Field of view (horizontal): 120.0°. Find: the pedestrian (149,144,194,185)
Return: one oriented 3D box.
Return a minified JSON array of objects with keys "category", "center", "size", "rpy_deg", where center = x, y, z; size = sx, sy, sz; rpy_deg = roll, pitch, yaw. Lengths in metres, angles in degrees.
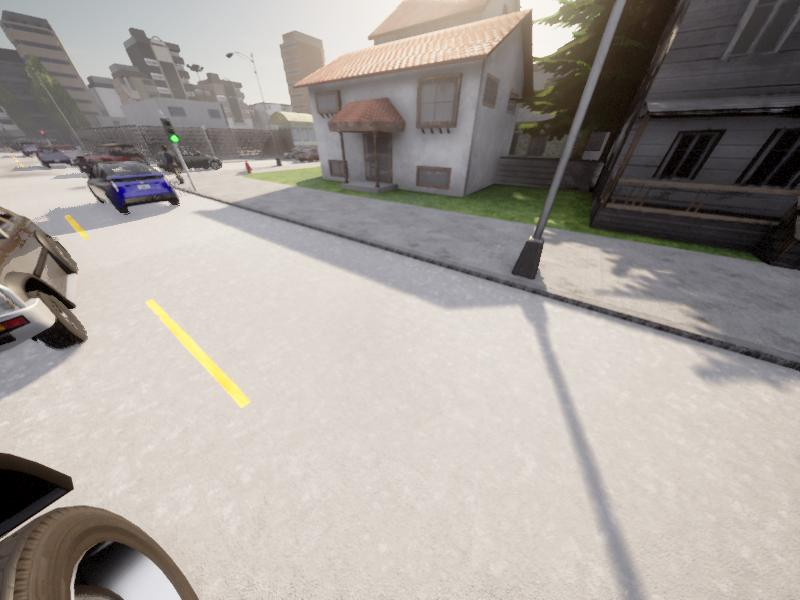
[{"category":"pedestrian","center":[-12.215,-7.278,12.436],"size":[0.751,1.860,0.751],"rpy_deg":[3,35,5]}]

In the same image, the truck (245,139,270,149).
[{"category":"truck","center":[-35.986,-39.545,58.363],"size":[2.069,2.038,4.478],"rpy_deg":[22,40,28]}]

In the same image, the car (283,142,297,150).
[{"category":"car","center":[-23.819,-33.317,50.055],"size":[1.481,1.379,2.207],"rpy_deg":[22,40,28]}]

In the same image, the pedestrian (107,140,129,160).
[{"category":"pedestrian","center":[-32.092,-17.102,26.316],"size":[0.751,1.860,0.751],"rpy_deg":[23,41,29]}]

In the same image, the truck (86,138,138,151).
[{"category":"truck","center":[-60.885,-33.078,48.974],"size":[2.390,2.098,6.274],"rpy_deg":[22,40,28]}]

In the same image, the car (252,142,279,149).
[{"category":"car","center":[-32.835,-37.902,56.582],"size":[2.033,1.415,5.357],"rpy_deg":[22,40,28]}]

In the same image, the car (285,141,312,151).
[{"category":"car","center":[-21.722,-32.983,49.413],"size":[2.242,1.667,4.611],"rpy_deg":[22,40,28]}]

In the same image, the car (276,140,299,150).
[{"category":"car","center":[-25.096,-34.608,51.527],"size":[1.905,1.878,3.866],"rpy_deg":[22,40,28]}]

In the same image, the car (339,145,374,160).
[{"category":"car","center":[-5.818,-20.222,31.523],"size":[2.007,1.525,4.514],"rpy_deg":[22,40,28]}]

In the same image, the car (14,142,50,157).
[{"category":"car","center":[-51.911,-21.268,32.555],"size":[4.856,1.649,2.033],"rpy_deg":[22,40,28]}]

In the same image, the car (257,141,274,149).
[{"category":"car","center":[-32.740,-37.811,56.327],"size":[3.705,1.547,1.789],"rpy_deg":[22,40,28]}]

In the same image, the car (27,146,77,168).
[{"category":"car","center":[-32.074,-13.220,21.290],"size":[3.633,1.501,1.845],"rpy_deg":[22,40,28]}]

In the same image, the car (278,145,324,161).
[{"category":"car","center":[-12.453,-18.817,29.471],"size":[2.128,1.511,4.902],"rpy_deg":[22,40,28]}]

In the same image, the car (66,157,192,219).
[{"category":"car","center":[-10.672,-4.579,9.100],"size":[4.514,1.525,2.007],"rpy_deg":[22,40,28]}]

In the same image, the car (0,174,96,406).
[{"category":"car","center":[-6.049,-0.342,2.895],"size":[4.605,1.855,1.932],"rpy_deg":[24,41,33]}]

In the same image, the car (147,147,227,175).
[{"category":"car","center":[-16.834,-11.257,18.535],"size":[1.851,1.617,3.988],"rpy_deg":[16,38,22]}]

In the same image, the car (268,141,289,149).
[{"category":"car","center":[-28.761,-36.596,54.639],"size":[1.845,1.501,3.633],"rpy_deg":[22,40,28]}]

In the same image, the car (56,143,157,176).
[{"category":"car","center":[-21.536,-10.569,17.268],"size":[1.905,1.878,3.866],"rpy_deg":[11,36,15]}]

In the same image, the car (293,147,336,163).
[{"category":"car","center":[-9.807,-16.884,26.851],"size":[1.994,1.385,4.181],"rpy_deg":[21,40,27]}]

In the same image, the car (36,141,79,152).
[{"category":"car","center":[-64.589,-29.129,43.723],"size":[1.851,1.617,3.988],"rpy_deg":[2,35,3]}]

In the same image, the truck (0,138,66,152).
[{"category":"truck","center":[-68.892,-29.290,43.487],"size":[2.390,2.098,6.274],"rpy_deg":[10,36,14]}]

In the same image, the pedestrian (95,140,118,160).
[{"category":"pedestrian","center":[-33.469,-17.149,26.372],"size":[0.751,1.860,0.751],"rpy_deg":[21,40,26]}]
